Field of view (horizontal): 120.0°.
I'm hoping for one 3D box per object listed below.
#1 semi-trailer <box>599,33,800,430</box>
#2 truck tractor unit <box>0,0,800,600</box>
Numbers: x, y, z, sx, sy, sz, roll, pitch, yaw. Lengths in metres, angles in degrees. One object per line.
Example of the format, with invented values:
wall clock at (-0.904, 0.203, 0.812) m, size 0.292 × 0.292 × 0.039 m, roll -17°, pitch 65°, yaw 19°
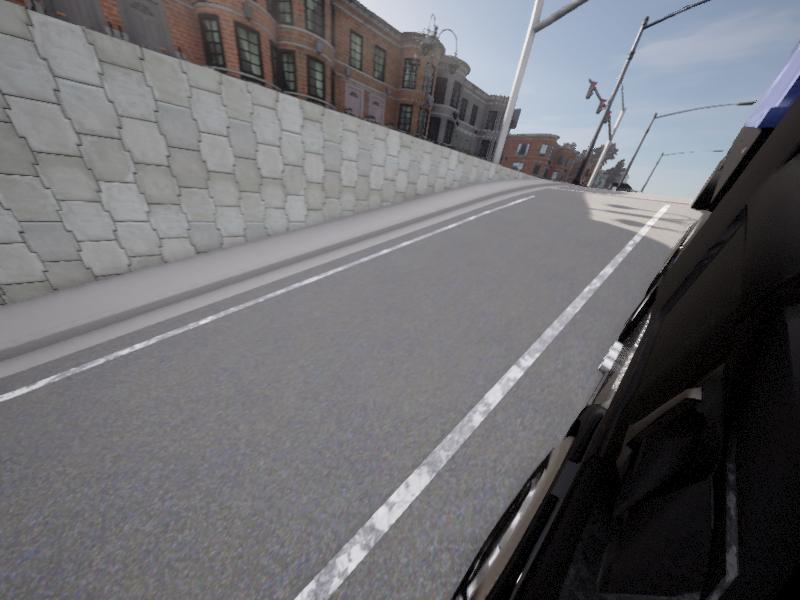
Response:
semi-trailer at (8.670, -3.552, 4.356) m, size 14.254 × 4.402 × 2.717 m, roll -28°, pitch 43°, yaw -31°
truck tractor unit at (2.645, -0.295, 0.352) m, size 6.516 × 4.208 × 3.053 m, roll -28°, pitch 44°, yaw -30°
